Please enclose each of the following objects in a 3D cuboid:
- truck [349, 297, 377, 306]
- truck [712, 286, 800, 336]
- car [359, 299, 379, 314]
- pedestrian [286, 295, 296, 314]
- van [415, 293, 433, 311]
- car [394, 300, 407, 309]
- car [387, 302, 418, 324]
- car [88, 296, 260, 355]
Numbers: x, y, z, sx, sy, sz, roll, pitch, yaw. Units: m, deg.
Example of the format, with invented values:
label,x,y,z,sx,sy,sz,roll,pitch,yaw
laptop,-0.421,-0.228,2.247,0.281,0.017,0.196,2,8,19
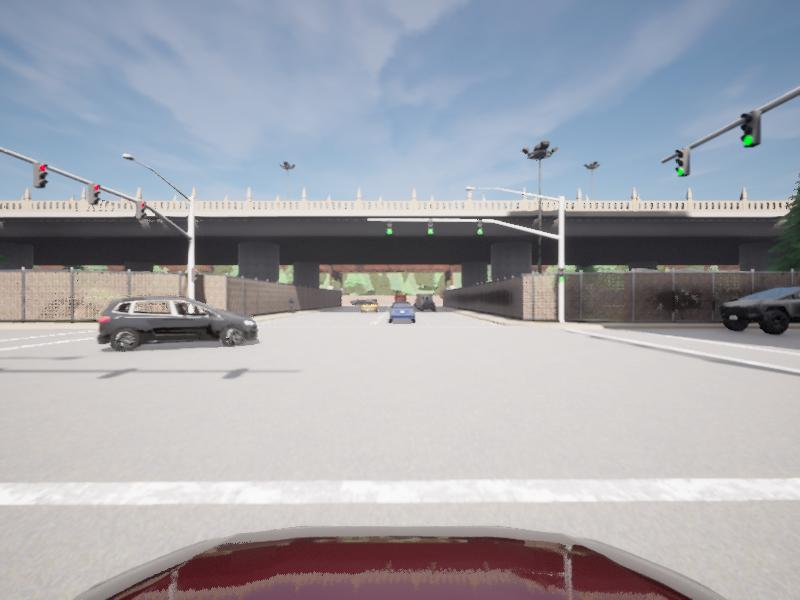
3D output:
label,x,y,z,sx,sy,sz,roll,pitch,yaw
truck,-8.817,0.370,95.687,6.274,2.098,2.390,0,0,0
truck,18.222,0.455,18.143,6.274,2.098,2.390,0,0,0
car,-3.456,0.721,45.543,1.801,1.575,5.366,0,0,0
pedestrian,-10.772,0.415,39.613,0.751,1.860,0.751,0,0,6
van,3.560,0.273,59.863,2.351,2.431,6.366,0,0,0
car,0.066,0.708,67.249,2.038,1.542,4.974,0,0,0
car,0.104,0.843,29.137,2.033,1.411,5.357,0,0,-1
car,-7.178,0.707,13.300,4.611,1.667,2.242,0,1,-23
